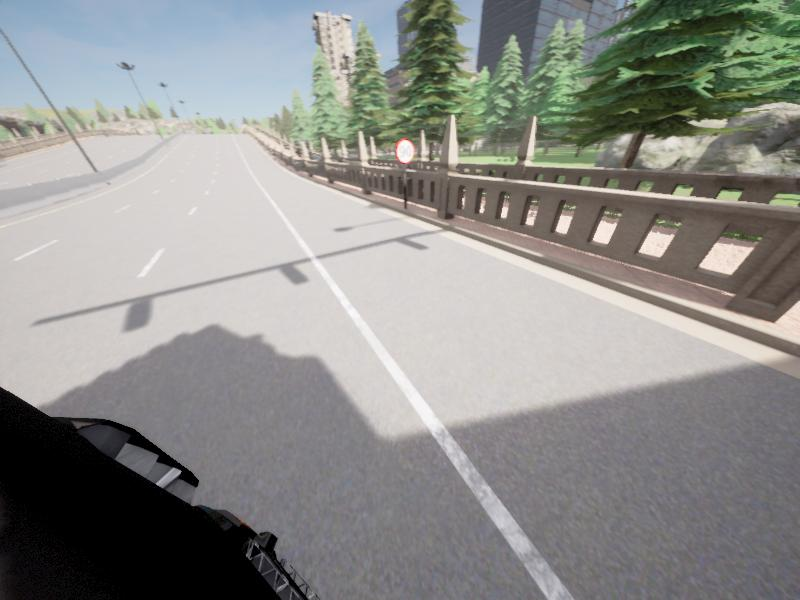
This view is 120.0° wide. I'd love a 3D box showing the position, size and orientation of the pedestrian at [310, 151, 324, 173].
[{"bbox_3d":[-8.589,-14.289,23.876,0.751,1.860,0.751,-20,37,-24],"label":"pedestrian"}]
